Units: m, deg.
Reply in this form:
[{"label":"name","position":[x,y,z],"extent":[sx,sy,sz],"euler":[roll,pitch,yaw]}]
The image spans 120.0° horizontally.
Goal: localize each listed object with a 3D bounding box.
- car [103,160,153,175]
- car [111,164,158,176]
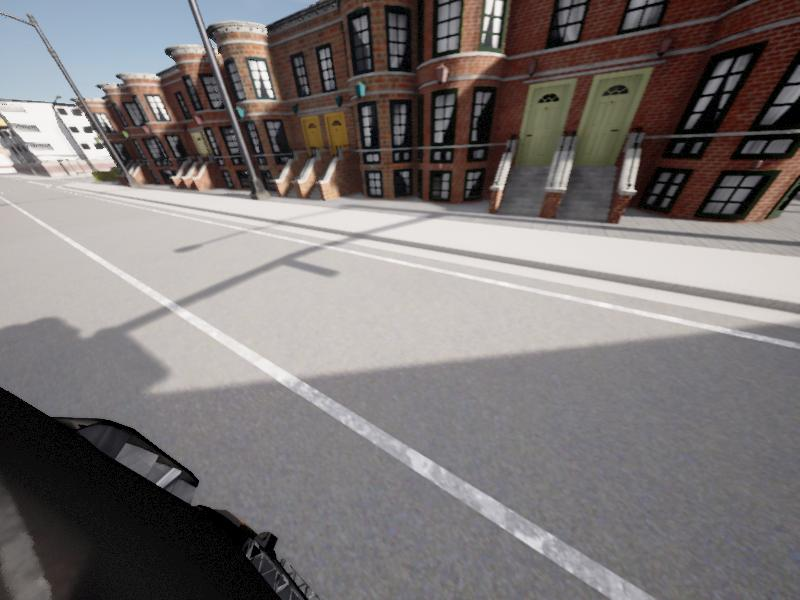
[{"label":"car","position":[-51.588,-25.243,43.979],"extent":[2.150,2.045,5.566],"euler":[17,39,27]},{"label":"car","position":[-48.673,-23.993,42.467],"extent":[2.033,1.411,5.357],"euler":[17,39,27]}]
